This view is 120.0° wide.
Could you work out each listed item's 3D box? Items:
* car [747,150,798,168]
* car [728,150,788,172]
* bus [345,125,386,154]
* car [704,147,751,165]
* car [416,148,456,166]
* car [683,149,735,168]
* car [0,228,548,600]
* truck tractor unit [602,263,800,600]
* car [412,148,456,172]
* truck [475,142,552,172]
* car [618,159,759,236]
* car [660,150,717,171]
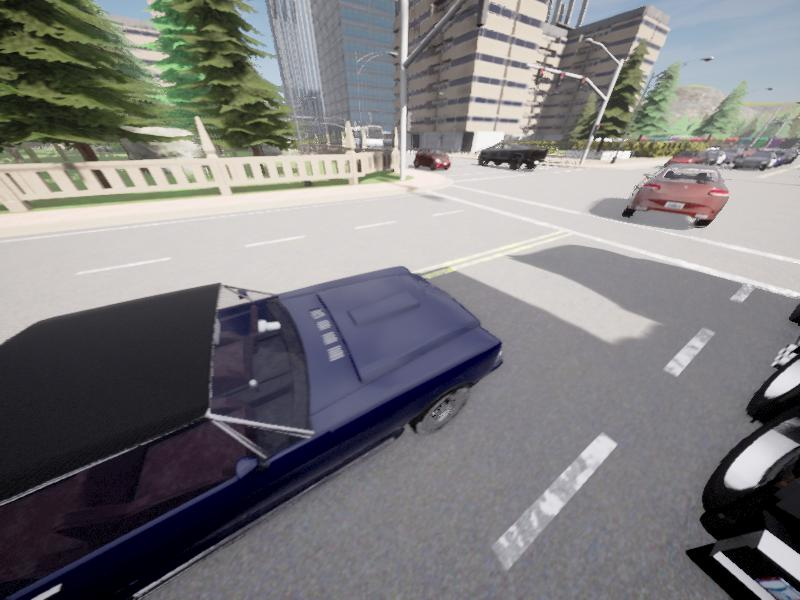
[{"bbox_3d":[40.714,-15.490,25.268,4.514,1.525,2.007,-18,39,-24],"label":"car"},{"bbox_3d":[34.674,-13.515,22.374,4.974,1.542,2.038,-18,39,-24],"label":"car"},{"bbox_3d":[-7.025,-31.762,45.827,3.944,4.253,10.273,-18,39,-24],"label":"bus"},{"bbox_3d":[39.856,-17.563,28.148,4.856,1.649,2.033,-18,39,-24],"label":"car"},{"bbox_3d":[3.881,-15.949,25.672,1.812,1.442,4.674,-18,39,-24],"label":"car"},{"bbox_3d":[33.838,-15.553,25.294,4.974,1.542,2.038,-18,39,-24],"label":"car"},{"bbox_3d":[-1.378,0.699,1.847,4.718,1.301,1.895,-18,39,-24],"label":"car"},{"bbox_3d":[5.110,-0.302,0.782,6.516,4.208,3.053,-18,39,-24],"label":"truck tractor unit"},{"bbox_3d":[2.969,-12.860,21.085,1.851,1.617,3.988,-17,38,-23],"label":"car"},{"bbox_3d":[10.417,-13.739,21.982,2.390,2.098,6.274,-15,38,-21],"label":"truck"},{"bbox_3d":[10.118,-4.061,8.499,2.152,1.651,5.027,28,44,34],"label":"car"},{"bbox_3d":[28.413,-13.817,22.756,4.514,1.525,2.007,-17,38,-23],"label":"car"}]
